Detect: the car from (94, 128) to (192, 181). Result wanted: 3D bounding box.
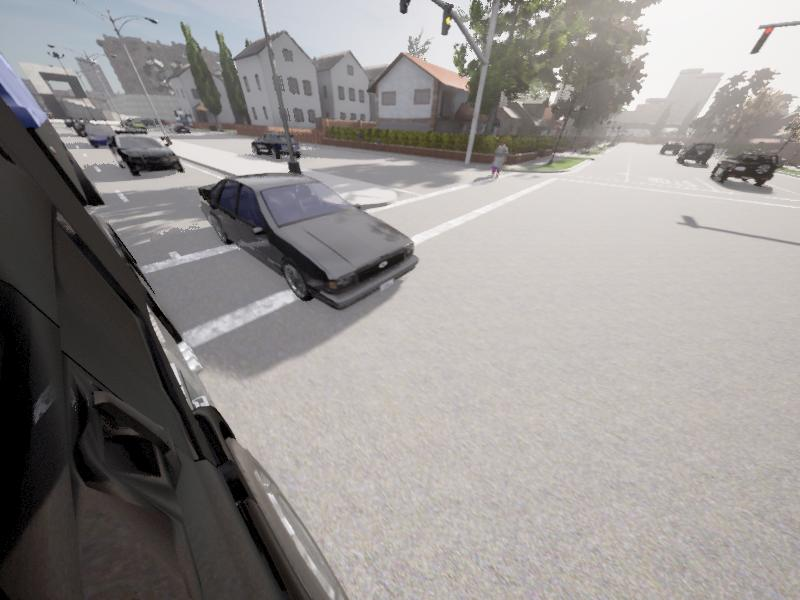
[{"bbox_3d":[-12.396,-7.147,11.113,5.238,1.638,1.930,28,43,30],"label":"car"}]

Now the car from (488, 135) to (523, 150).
[{"bbox_3d":[14.916,-22.425,32.870,3.806,1.475,1.970,28,44,30],"label":"car"}]

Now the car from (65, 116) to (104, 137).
[{"bbox_3d":[-36.819,-20.232,26.973,3.866,1.878,1.905,28,43,30],"label":"car"}]

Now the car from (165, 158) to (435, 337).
[{"bbox_3d":[-2.209,-1.626,4.534,5.357,1.411,2.033,28,44,30],"label":"car"}]

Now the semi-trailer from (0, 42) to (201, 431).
[{"bbox_3d":[-8.692,-3.598,4.249,14.254,4.402,2.717,28,44,30],"label":"semi-trailer"}]

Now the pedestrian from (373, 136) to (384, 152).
[{"bbox_3d":[-2.125,-15.430,22.856,0.751,1.300,0.751,27,43,29],"label":"pedestrian"}]

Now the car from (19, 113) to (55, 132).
[{"bbox_3d":[-50.515,-24.777,32.240,4.605,1.855,1.932,28,44,30],"label":"car"}]

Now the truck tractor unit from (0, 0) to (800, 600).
[{"bbox_3d":[-2.645,-0.295,0.351,6.516,4.208,3.053,28,44,30],"label":"truck tractor unit"}]

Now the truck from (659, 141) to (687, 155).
[{"bbox_3d":[52.658,-29.468,44.681,2.390,2.098,6.274,28,44,30],"label":"truck"}]

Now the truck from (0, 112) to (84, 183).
[{"bbox_3d":[-16.558,-6.795,10.002,6.274,2.098,2.390,28,43,30],"label":"truck"}]

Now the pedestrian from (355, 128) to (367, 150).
[{"bbox_3d":[-4.007,-16.580,23.815,0.751,1.860,0.751,26,43,28],"label":"pedestrian"}]

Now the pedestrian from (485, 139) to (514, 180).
[{"bbox_3d":[5.517,-7.829,12.907,0.751,1.860,0.751,32,46,33],"label":"pedestrian"}]

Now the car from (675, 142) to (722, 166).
[{"bbox_3d":[35.699,-17.680,27.872,2.150,2.045,5.566,28,43,30],"label":"car"}]

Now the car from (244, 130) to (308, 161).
[{"bbox_3d":[-9.489,-11.833,17.595,4.856,1.649,2.033,28,44,30],"label":"car"}]

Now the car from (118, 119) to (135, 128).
[{"bbox_3d":[-63.309,-40.873,53.471,2.033,1.411,5.357,-27,46,-33],"label":"car"}]

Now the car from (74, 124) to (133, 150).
[{"bbox_3d":[-24.382,-13.452,18.976,4.792,1.488,2.163,28,44,30],"label":"car"}]

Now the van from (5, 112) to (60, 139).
[{"bbox_3d":[-37.195,-17.755,23.504,4.480,2.038,2.069,27,43,30],"label":"van"}]

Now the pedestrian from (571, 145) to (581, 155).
[{"bbox_3d":[23.273,-19.861,30.544,0.500,1.100,0.500,29,44,31],"label":"pedestrian"}]

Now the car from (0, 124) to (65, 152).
[{"bbox_3d":[-26.348,-11.720,16.624,4.181,1.385,1.994,28,43,30],"label":"car"}]

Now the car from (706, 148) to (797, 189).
[{"bbox_3d":[23.131,-8.946,15.513,1.932,1.855,4.605,28,43,30],"label":"car"}]

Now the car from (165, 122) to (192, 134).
[{"bbox_3d":[-38.677,-30.046,40.331,4.974,1.542,2.038,28,44,30],"label":"car"}]
